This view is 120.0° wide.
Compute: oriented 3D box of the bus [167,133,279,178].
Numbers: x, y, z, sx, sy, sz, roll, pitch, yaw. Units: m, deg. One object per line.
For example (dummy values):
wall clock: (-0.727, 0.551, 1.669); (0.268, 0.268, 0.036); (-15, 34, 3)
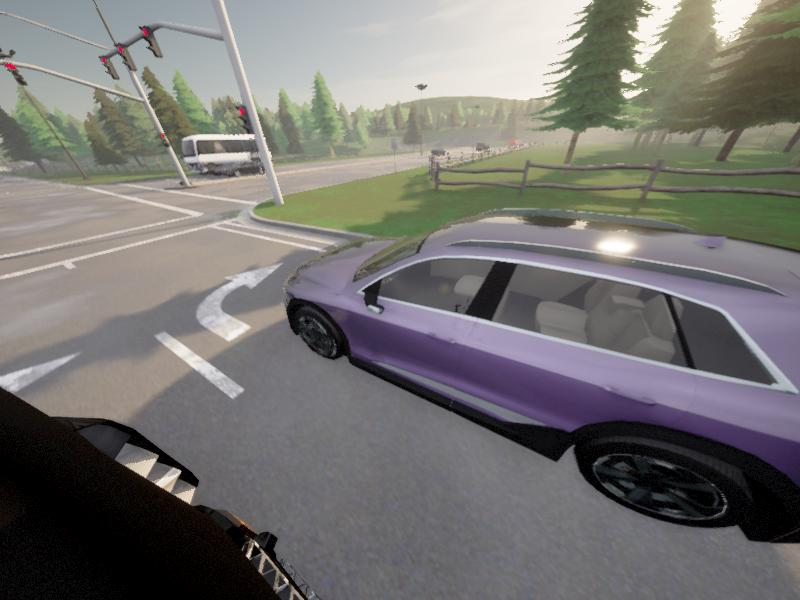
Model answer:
bus: (-22.540, -19.275, 30.638); (3.944, 4.253, 10.273); (16, 38, 25)

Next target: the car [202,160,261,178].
car: (-20.554, -16.231, 28.506); (2.033, 1.411, 5.357); (16, 38, 25)

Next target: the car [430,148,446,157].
car: (8.415, -32.698, 51.020); (1.837, 1.490, 4.892); (16, 38, 26)

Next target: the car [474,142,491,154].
car: (19.701, -36.266, 55.064); (2.150, 2.045, 5.566); (17, 38, 26)

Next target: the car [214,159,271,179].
car: (-17.838, -15.084, 26.497); (1.837, 1.490, 4.892); (16, 38, 25)

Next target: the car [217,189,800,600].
car: (0.801, -0.030, 2.441); (4.856, 1.649, 2.033); (16, 38, 26)

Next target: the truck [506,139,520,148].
truck: (40.697, -56.307, 83.222); (2.627, 2.467, 5.204); (21, 40, 31)
